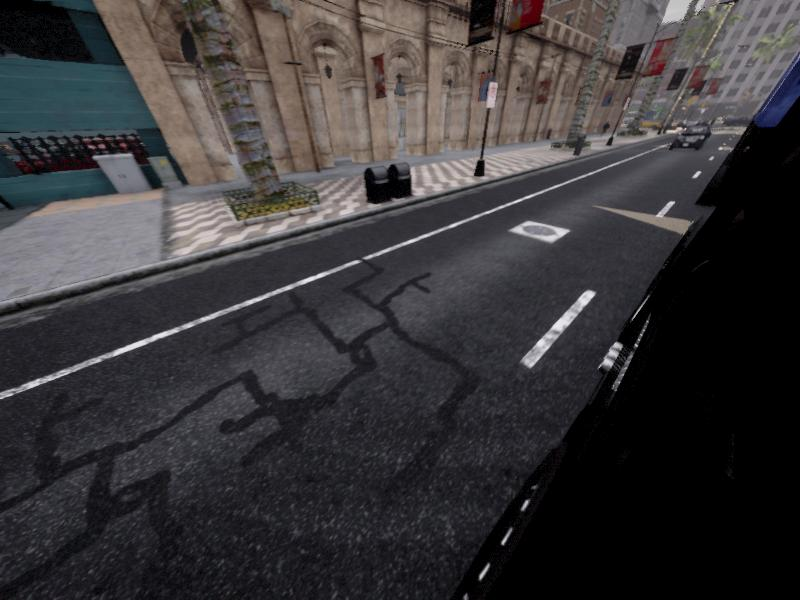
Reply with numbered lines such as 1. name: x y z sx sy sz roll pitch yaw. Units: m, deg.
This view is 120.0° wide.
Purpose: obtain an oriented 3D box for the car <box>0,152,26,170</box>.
1. car: -43.817 -14.255 23.958 4.902 1.511 2.128 -28 44 -30

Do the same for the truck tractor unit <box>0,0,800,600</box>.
1. truck tractor unit: 2.645 -0.295 0.351 6.516 4.208 3.053 -28 44 -30

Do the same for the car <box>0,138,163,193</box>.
1. car: -17.957 -7.985 13.408 5.566 2.045 2.435 -28 44 -30

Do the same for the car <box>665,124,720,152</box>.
1. car: 22.374 -12.408 17.674 3.633 1.501 1.845 -28 44 -30

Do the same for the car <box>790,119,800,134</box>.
1. car: 48.863 -20.863 27.349 4.856 1.649 2.033 -28 43 -29

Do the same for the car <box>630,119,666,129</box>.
1. car: 58.654 -41.691 54.762 1.801 1.575 5.366 -28 43 -30

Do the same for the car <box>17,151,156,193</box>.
1. car: -17.899 -7.695 13.671 4.514 1.523 2.007 -28 44 -30

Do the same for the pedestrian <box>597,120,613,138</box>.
1. pedestrian: 26.452 -22.021 29.763 0.751 1.860 0.751 -28 44 -30

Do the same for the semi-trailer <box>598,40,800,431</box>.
1. semi-trailer: 8.694 -3.595 4.251 14.254 4.402 2.717 -28 44 -30
